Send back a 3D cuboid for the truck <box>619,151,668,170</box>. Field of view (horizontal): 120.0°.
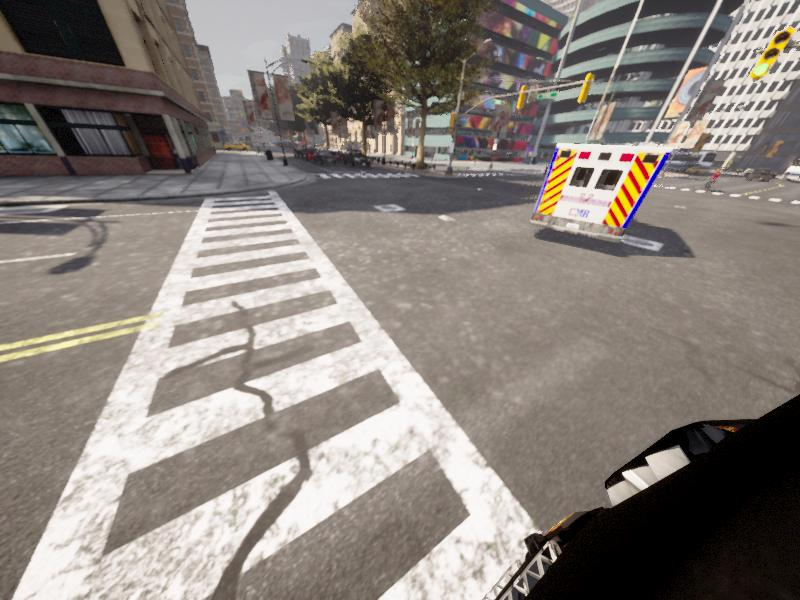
[{"bbox_3d":[64.160,-37.075,61.346,2.891,3.827,8.468,-1,34,-6],"label":"truck"}]

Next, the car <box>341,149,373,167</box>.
[{"bbox_3d":[-5.270,-17.312,28.132,2.242,1.667,4.611,-16,38,-26],"label":"car"}]

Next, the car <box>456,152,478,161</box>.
[{"bbox_3d":[16.102,-34.652,55.850,2.128,1.511,4.902,-16,38,-26],"label":"car"}]

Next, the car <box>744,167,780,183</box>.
[{"bbox_3d":[56.312,-19.494,35.998,3.866,1.878,1.905,-27,44,-37],"label":"car"}]

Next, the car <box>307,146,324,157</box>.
[{"bbox_3d":[-15.622,-27.467,42.690,1.851,1.617,3.988,-16,38,-26],"label":"car"}]

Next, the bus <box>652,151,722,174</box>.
[{"bbox_3d":[71.290,-34.777,58.048,3.944,4.253,10.273,1,34,-2],"label":"bus"}]

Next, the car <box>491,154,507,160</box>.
[{"bbox_3d":[32.417,-47.042,75.873,2.007,1.523,4.514,-16,38,-26],"label":"car"}]

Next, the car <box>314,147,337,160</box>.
[{"bbox_3d":[-12.279,-24.137,38.018,2.128,1.511,4.902,-16,38,-26],"label":"car"}]

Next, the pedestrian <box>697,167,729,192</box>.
[{"bbox_3d":[27.184,-10.437,20.073,0.751,1.860,0.751,-18,39,-28],"label":"pedestrian"}]

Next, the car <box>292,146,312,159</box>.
[{"bbox_3d":[-15.907,-23.828,37.286,1.837,1.490,4.892,-16,38,-27],"label":"car"}]

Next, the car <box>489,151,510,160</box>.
[{"bbox_3d":[32.464,-47.339,75.616,2.435,2.045,5.566,-16,38,-26],"label":"car"}]

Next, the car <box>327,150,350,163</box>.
[{"bbox_3d":[-8.927,-20.774,33.339,1.994,1.385,4.181,-16,38,-26],"label":"car"}]

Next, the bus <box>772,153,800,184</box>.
[{"bbox_3d":[66.612,-20.718,36.497,3.944,4.253,10.273,23,38,27],"label":"bus"}]

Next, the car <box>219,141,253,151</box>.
[{"bbox_3d":[-34.815,-32.698,49.109,1.801,1.575,5.366,27,41,32],"label":"car"}]

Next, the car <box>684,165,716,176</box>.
[{"bbox_3d":[61.744,-26.767,47.695,1.801,1.575,5.366,16,36,19],"label":"car"}]

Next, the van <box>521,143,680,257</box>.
[{"bbox_3d":[6.754,-3.904,8.173,2.351,2.431,6.366,25,39,29],"label":"van"}]

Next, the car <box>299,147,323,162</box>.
[{"bbox_3d":[-12.587,-20.607,32.660,2.007,1.525,4.514,-16,38,-26],"label":"car"}]

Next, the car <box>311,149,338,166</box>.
[{"bbox_3d":[-9.202,-17.288,27.996,1.812,1.442,4.674,-16,38,-26],"label":"car"}]

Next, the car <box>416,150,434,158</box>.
[{"bbox_3d":[6.701,-39.337,62.253,2.161,1.482,4.786,-16,38,-26],"label":"car"}]
